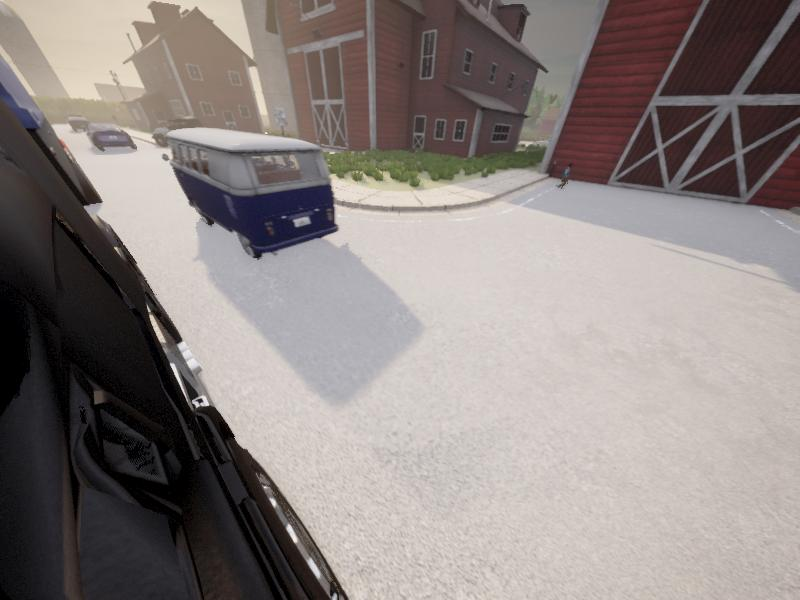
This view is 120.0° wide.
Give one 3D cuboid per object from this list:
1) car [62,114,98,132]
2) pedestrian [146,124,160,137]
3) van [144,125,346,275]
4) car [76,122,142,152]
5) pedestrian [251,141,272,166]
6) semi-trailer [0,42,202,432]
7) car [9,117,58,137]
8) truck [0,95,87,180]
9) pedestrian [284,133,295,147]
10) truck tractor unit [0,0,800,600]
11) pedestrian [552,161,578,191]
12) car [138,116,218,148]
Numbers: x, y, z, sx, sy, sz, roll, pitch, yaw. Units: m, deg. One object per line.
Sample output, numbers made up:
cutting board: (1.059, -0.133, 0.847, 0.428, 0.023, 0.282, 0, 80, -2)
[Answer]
car: (-41.014, -22.658, 29.599, 5.238, 1.638, 1.930, 28, 44, 30)
pedestrian: (-26.258, -17.977, 24.550, 0.500, 1.100, 0.500, 26, 43, 28)
van: (-3.437, -2.546, 5.162, 4.442, 1.987, 1.775, 28, 44, 30)
car: (-21.077, -11.852, 16.716, 4.792, 1.488, 2.163, 28, 44, 30)
pedestrian: (-7.430, -7.881, 12.424, 0.500, 1.100, 0.500, 6, 37, 5)
semi-trailer: (-8.694, -3.623, 4.211, 14.254, 4.402, 2.717, 28, 44, 30)
car: (-35.968, -17.079, 22.755, 4.181, 1.385, 1.994, 28, 44, 30)
truck: (-16.111, -6.819, 9.569, 5.204, 2.467, 2.627, 28, 44, 30)
pedestrian: (-10.493, -15.171, 21.917, 0.500, 1.100, 0.500, 27, 43, 29)
truck tractor unit: (-2.645, -0.295, 0.351, 6.516, 4.208, 3.053, 28, 44, 30)
pedestrian: (7.527, -5.672, 10.576, 0.500, 1.100, 0.500, 29, 44, 30)
car: (-17.740, -13.616, 18.711, 3.866, 1.878, 1.905, -1, 43, -2)
